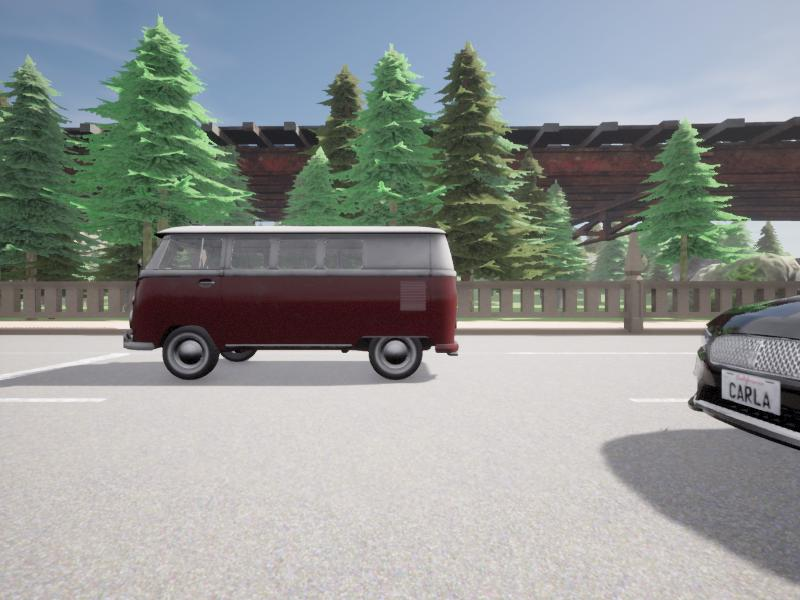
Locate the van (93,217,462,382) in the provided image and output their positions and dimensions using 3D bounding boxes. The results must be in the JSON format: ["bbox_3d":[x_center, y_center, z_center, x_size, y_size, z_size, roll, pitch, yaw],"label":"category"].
[{"bbox_3d":[-1.470,-0.002,5.700,4.442,1.987,1.775,0,0,0],"label":"van"}]

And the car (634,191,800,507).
[{"bbox_3d":[4.363,0.237,2.200,4.902,1.511,2.128,0,0,0],"label":"car"}]
